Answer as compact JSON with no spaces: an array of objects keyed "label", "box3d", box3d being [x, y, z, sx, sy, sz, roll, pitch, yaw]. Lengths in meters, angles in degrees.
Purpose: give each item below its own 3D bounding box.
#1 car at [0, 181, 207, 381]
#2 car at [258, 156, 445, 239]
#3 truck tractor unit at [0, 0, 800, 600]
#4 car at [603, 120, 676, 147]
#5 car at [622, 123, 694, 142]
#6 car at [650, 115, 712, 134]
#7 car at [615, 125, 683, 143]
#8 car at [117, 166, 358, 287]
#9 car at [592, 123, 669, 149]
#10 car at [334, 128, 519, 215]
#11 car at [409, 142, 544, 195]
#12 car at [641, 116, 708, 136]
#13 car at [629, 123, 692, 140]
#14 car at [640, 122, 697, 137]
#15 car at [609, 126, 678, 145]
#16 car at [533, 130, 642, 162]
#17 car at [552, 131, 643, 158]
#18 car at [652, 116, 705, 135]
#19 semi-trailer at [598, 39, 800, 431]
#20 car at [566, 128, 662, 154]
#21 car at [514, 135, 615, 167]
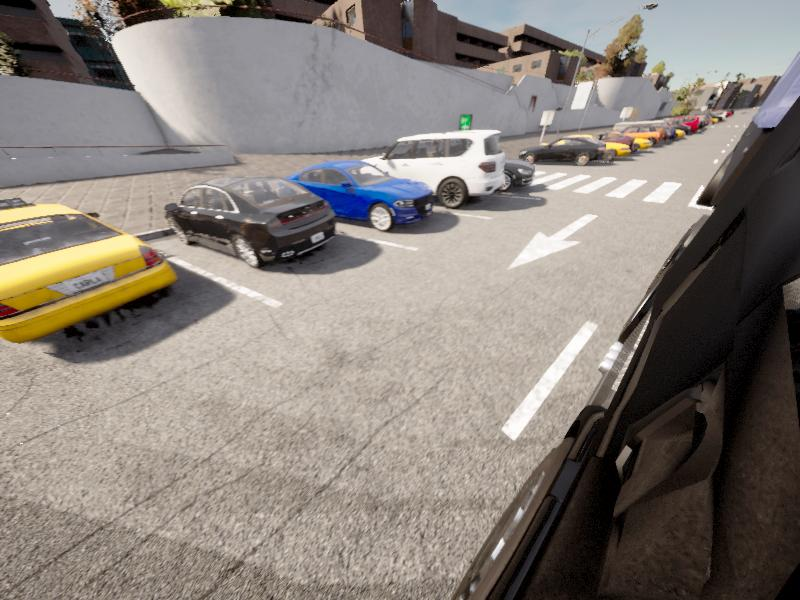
[{"label":"car","box3d":[-6.180,-0.916,4.005,5.366,1.575,1.946,17,41,25]},{"label":"car","box3d":[-1.458,-3.295,6.915,5.008,1.535,2.097,17,40,25]},{"label":"truck tractor unit","box3d":[2.645,-0.295,0.352,6.516,4.208,3.053,-28,44,-30]},{"label":"car","box3d":[23.740,-16.685,23.210,4.442,1.987,1.878,17,40,25]},{"label":"car","box3d":[30.654,-20.127,27.784,5.366,1.575,1.946,17,40,25]},{"label":"car","box3d":[44.195,-27.738,36.586,5.566,2.045,2.435,17,41,25]},{"label":"car","box3d":[28.181,-18.931,26.400,4.792,1.488,2.163,17,41,25]},{"label":"car","box3d":[-3.733,-2.075,5.416,4.892,1.521,2.231,17,41,25]},{"label":"car","box3d":[21.378,-15.416,21.799,4.553,1.767,2.185,17,41,25]},{"label":"car","box3d":[0.785,-4.710,8.264,5.566,2.045,2.435,17,41,25]},{"label":"car","box3d":[3.103,-5.714,9.905,4.892,1.521,2.231,17,40,25]},{"label":"car","box3d":[39.578,-25.281,33.652,5.566,2.045,2.435,17,41,25]},{"label":"car","box3d":[32.801,-21.359,29.354,4.792,1.488,2.163,17,40,25]},{"label":"car","box3d":[37.341,-23.809,32.333,4.674,1.452,2.002,17,41,25]},{"label":"car","box3d":[25.928,-17.704,24.899,4.674,1.452,2.002,17,41,25]},{"label":"car","box3d":[12.391,-10.480,15.804,5.366,1.575,1.946,17,40,25]},{"label":"car","box3d":[14.486,-11.705,17.412,4.792,1.488,2.163,17,40,25]},{"label":"car","box3d":[41.992,-26.461,35.087,4.442,1.987,1.878,17,41,25]},{"label":"semi-trailer","box3d":[8.695,-3.591,4.256,14.254,4.402,2.717,-28,43,-30]},{"label":"car","box3d":[16.955,-12.876,18.807,5.366,1.575,1.946,17,40,25]},{"label":"car","box3d":[9.952,-9.289,14.405,4.674,1.452,2.002,17,41,25]}]
